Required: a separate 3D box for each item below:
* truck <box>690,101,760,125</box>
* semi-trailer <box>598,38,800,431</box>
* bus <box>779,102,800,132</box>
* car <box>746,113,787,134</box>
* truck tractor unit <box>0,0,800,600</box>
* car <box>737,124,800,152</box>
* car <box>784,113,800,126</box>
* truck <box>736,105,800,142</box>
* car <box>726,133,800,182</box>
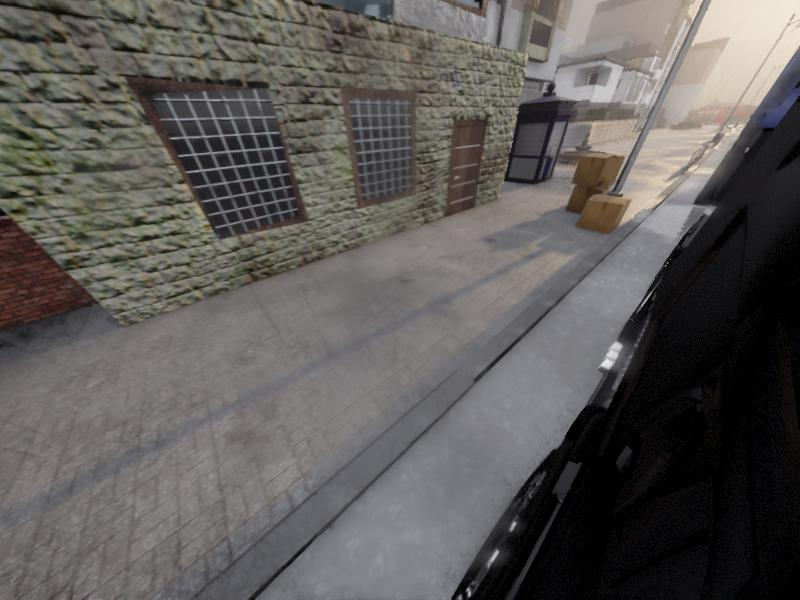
[{"bbox_3d":[75.308,-43.303,53.843,2.891,3.827,8.468,-28,43,-30],"label":"truck"},{"bbox_3d":[8.672,-3.613,4.267,14.254,4.402,2.717,-28,44,-30],"label":"semi-trailer"},{"bbox_3d":[51.796,-23.330,28.136,10.273,4.253,3.944,-28,43,-30],"label":"bus"},{"bbox_3d":[43.739,-21.106,27.648,3.866,1.878,1.905,-28,44,-30],"label":"car"},{"bbox_3d":[2.645,-0.295,0.351,6.516,4.208,3.053,-28,44,-30],"label":"truck tractor unit"},{"bbox_3d":[25.831,-11.396,16.188,4.181,1.385,1.994,-28,43,-30],"label":"car"},{"bbox_3d":[66.810,-30.169,38.569,4.856,1.649,2.033,-27,43,-29],"label":"car"},{"bbox_3d":[33.918,-16.148,21.110,5.204,2.467,2.627,-29,44,-29],"label":"truck"},{"bbox_3d":[16.312,-6.329,10.047,4.718,1.301,1.895,-28,43,-30],"label":"car"}]
